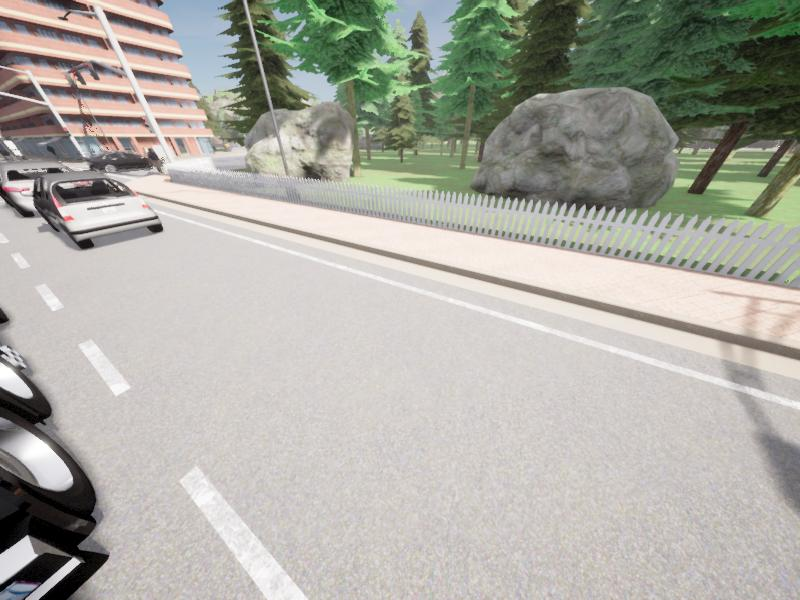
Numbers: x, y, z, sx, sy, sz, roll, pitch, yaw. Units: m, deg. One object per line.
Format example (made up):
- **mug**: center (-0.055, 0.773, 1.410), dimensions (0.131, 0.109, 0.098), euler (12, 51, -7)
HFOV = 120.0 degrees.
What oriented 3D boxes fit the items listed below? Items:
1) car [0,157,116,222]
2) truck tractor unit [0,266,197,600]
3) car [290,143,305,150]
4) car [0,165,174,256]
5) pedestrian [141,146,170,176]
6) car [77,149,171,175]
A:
- **car**: center (-14.319, -4.614, 9.264), dimensions (4.611, 1.667, 2.242), euler (19, 39, 25)
- **truck tractor unit**: center (-5.114, -0.297, 0.775), dimensions (6.516, 4.208, 3.053), euler (18, 39, 24)
- **car**: center (-27.564, -41.406, 62.246), dimensions (1.816, 1.474, 4.193), euler (-29, 44, -34)
- **car**: center (-8.949, -2.775, 6.641), dimensions (3.988, 1.617, 1.851), euler (18, 39, 25)
- **pedestrian**: center (-18.233, -10.366, 17.246), dimensions (0.751, 1.860, 0.751), euler (-26, 42, -32)
- **car**: center (-23.674, -12.061, 20.095), dimensions (1.837, 1.490, 4.892), euler (23, 42, 28)
